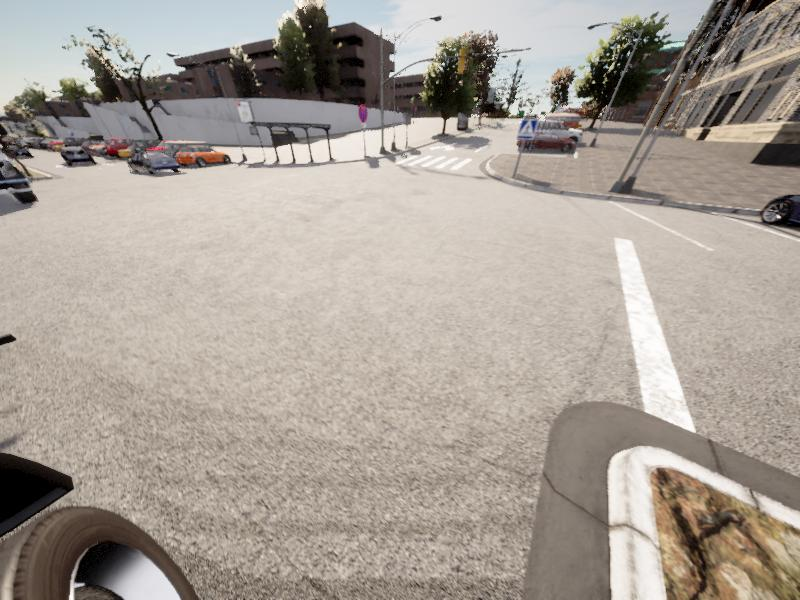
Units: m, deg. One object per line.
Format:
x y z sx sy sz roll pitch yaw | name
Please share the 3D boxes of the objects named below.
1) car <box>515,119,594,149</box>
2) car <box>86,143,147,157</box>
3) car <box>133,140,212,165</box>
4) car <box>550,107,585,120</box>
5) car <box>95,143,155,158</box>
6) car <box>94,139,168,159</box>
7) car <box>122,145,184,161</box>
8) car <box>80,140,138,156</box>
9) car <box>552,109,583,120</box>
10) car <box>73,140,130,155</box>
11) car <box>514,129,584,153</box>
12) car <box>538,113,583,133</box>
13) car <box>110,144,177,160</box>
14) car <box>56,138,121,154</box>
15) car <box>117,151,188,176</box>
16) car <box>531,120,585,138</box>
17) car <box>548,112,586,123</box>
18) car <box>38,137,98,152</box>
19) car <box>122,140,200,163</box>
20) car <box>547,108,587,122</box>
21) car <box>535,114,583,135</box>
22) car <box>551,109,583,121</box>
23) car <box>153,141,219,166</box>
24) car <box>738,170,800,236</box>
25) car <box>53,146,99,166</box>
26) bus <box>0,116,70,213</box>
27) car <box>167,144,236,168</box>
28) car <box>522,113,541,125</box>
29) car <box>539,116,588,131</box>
14.513 -16.018 22.224 5.566 2.045 2.435 7 41 8 | car
-39.831 -21.326 32.705 2.231 1.521 4.892 7 35 8 | car
-24.295 -16.160 25.130 2.435 2.045 5.566 7 35 8 | car
37.374 -41.690 51.690 5.566 2.045 2.435 8 37 7 | car
-37.246 -20.431 31.512 2.163 1.488 4.792 6 35 8 | car
-34.651 -19.772 30.123 2.435 2.045 5.566 6 35 8 | car
-29.480 -17.732 27.799 2.002 1.452 4.674 6 35 8 | car
-42.416 -22.331 33.883 2.185 1.767 4.553 7 35 8 | car
35.958 -39.974 49.746 4.553 1.767 2.185 7 39 7 | car
-45.025 -23.179 35.062 2.185 1.767 4.553 6 35 8 | car
12.949 -14.083 20.464 4.674 1.452 2.002 7 41 8 | car
22.094 -24.586 32.017 4.442 1.987 1.878 7 42 8 | car
-32.034 -18.766 29.162 1.946 1.575 5.366 6 35 8 | car
-50.199 -25.078 37.506 2.435 2.045 5.566 6 35 8 | car
-19.314 -10.736 18.013 5.357 1.411 2.033 19 39 26 | car
19.114 -20.974 28.248 4.892 1.521 2.231 7 41 8 | car
31.597 -34.696 43.863 5.366 1.575 1.946 7 41 8 | car
-60.556 -28.541 42.406 2.435 2.045 5.566 6 35 8 | car
-26.881 -17.093 26.421 2.435 2.045 5.566 6 35 8 | car
32.900 -36.634 45.694 5.566 2.045 2.435 6 42 8 | car
20.549 -22.867 30.060 4.442 1.987 1.878 7 42 8 | car
34.414 -38.287 47.767 4.553 1.767 2.185 6 41 7 | car
-21.732 -15.185 23.823 1.878 1.987 4.442 7 35 8 | car
12.405 -2.059 5.645 2.163 1.488 4.792 9 36 12 | car
-33.358 -14.921 23.783 4.792 1.488 2.163 25 42 31 | car
-19.309 -6.181 9.132 10.273 4.253 3.944 17 40 24 | bus
-19.148 -14.234 22.683 2.185 1.767 4.553 7 35 9 | car
24.506 -33.814 43.027 2.128 1.511 4.902 20 45 23 | car
23.940 -26.101 34.076 5.366 1.575 1.946 7 41 8 | car
